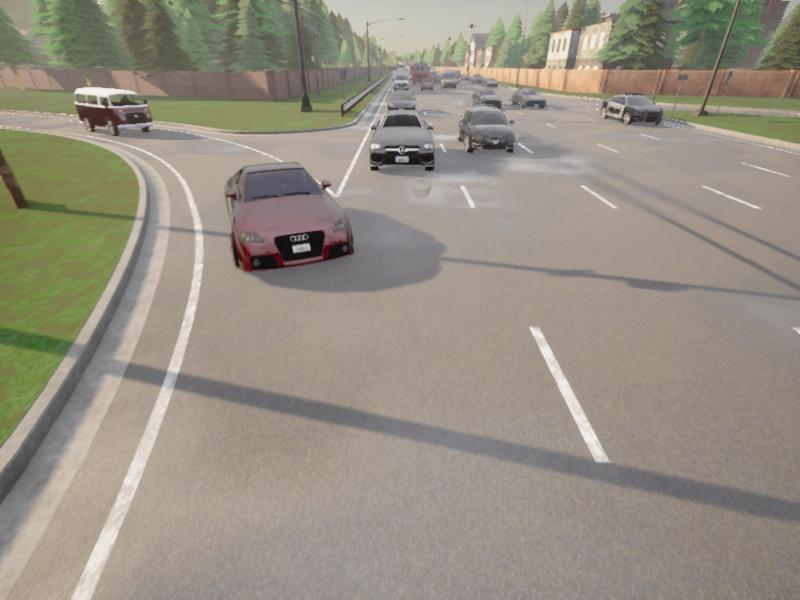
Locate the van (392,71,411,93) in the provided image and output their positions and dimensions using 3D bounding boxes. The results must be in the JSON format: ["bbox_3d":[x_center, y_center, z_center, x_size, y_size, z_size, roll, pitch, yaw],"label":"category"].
[{"bbox_3d":[0.185,-29.597,54.111,2.351,2.431,6.366,0,30,0],"label":"van"}]

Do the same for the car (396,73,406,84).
[{"bbox_3d":[0.251,-42.837,77.257,1.932,1.855,4.605,0,30,0],"label":"car"}]

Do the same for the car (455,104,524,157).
[{"bbox_3d":[3.582,-7.317,17.003,1.837,1.490,4.892,0,30,0],"label":"car"}]

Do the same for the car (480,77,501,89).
[{"bbox_3d":[14.209,-34.331,63.215,2.033,1.411,5.357,0,30,0],"label":"car"}]

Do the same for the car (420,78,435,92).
[{"bbox_3d":[3.687,-29.348,54.573,1.845,1.501,3.633,0,30,0],"label":"car"}]

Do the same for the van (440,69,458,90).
[{"bbox_3d":[7.199,-32.676,59.257,1.988,2.561,5.915,0,30,0],"label":"van"}]

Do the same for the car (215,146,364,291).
[{"bbox_3d":[-2.368,-1.916,7.900,1.994,1.385,4.181,-12,33,-20],"label":"car"}]

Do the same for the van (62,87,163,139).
[{"bbox_3d":[-14.602,-9.590,20.336,4.480,2.038,2.069,18,34,28],"label":"van"}]

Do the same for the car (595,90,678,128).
[{"bbox_3d":[14.101,-11.699,24.336,1.930,1.638,5.238,0,30,0],"label":"car"}]

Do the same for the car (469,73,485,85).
[{"bbox_3d":[14.242,-40.883,74.011,2.097,1.767,4.553,0,30,0],"label":"car"}]

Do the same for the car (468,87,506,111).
[{"bbox_3d":[7.126,-16.815,33.313,2.033,1.411,5.357,0,30,0],"label":"car"}]

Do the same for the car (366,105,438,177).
[{"bbox_3d":[0.076,-5.922,14.489,2.152,1.651,5.027,0,31,0],"label":"car"}]

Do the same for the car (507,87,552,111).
[{"bbox_3d":[10.625,-16.822,33.326,2.033,1.411,5.357,0,30,0],"label":"car"}]

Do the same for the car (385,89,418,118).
[{"bbox_3d":[0.112,-14.056,28.517,2.163,1.488,4.792,0,30,0],"label":"car"}]

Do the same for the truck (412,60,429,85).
[{"bbox_3d":[3.741,-42.644,74.993,2.891,3.827,8.468,0,30,0],"label":"truck"}]
